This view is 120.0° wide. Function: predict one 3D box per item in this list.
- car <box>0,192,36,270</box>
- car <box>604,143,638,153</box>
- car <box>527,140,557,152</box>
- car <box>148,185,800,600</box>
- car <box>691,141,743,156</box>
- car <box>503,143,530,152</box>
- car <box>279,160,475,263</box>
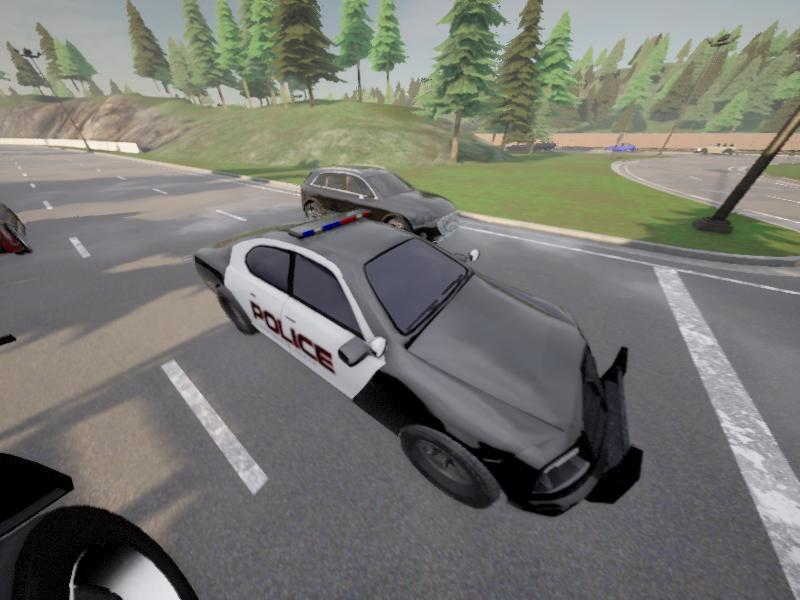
[{"bbox_3d":[-10.211,-1.662,4.997,4.181,1.385,1.994,23,41,29],"label":"car"},{"bbox_3d":[43.407,-29.961,45.469,4.514,1.525,2.007,22,41,28],"label":"car"},{"bbox_3d":[28.727,-31.167,46.679,4.605,1.855,1.932,20,40,29],"label":"car"},{"bbox_3d":[-0.366,-0.095,2.709,4.974,1.542,2.038,22,41,28],"label":"car"},{"bbox_3d":[53.900,-25.889,39.412,4.605,1.855,1.932,22,41,28],"label":"car"},{"bbox_3d":[23.363,-30.669,46.389,4.181,1.385,1.994,22,41,28],"label":"car"},{"bbox_3d":[-0.783,-2.765,6.414,4.856,1.649,2.033,22,40,28],"label":"car"}]
